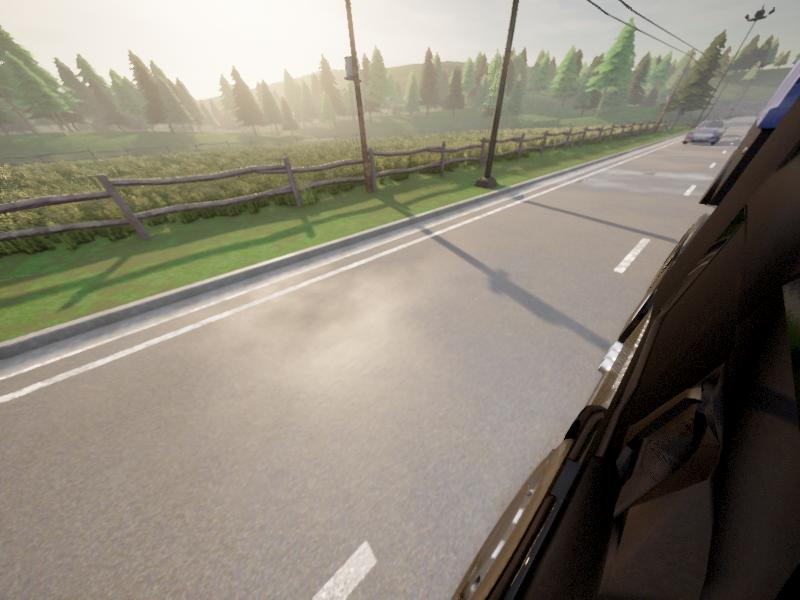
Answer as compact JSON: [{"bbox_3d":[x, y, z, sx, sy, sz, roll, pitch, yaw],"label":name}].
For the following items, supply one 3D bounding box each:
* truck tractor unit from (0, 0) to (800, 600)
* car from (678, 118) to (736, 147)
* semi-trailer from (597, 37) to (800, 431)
[{"bbox_3d":[2.645,-0.295,0.351,6.516,4.208,3.053,-28,44,-30],"label":"truck tractor unit"},{"bbox_3d":[25.749,-14.071,19.354,4.856,1.649,2.033,-28,43,-29],"label":"car"},{"bbox_3d":[8.717,-3.599,4.199,14.254,4.402,2.717,-28,44,-29],"label":"semi-trailer"}]
